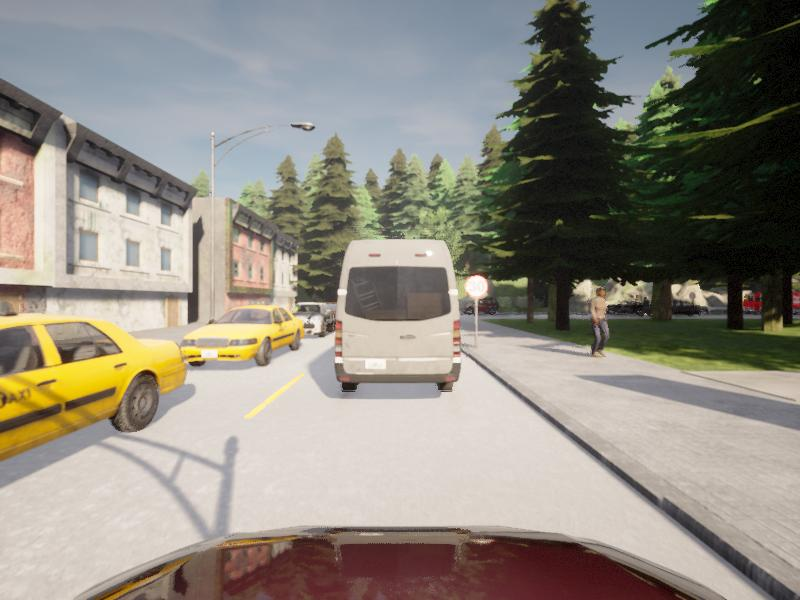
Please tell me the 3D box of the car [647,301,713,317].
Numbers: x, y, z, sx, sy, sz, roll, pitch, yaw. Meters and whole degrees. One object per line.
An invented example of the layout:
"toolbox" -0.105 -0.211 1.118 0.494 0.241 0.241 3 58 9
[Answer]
"car" 26.645 0.842 38.179 5.008 1.535 1.882 0 0 -1

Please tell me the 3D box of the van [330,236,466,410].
"van" -0.044 0.328 8.831 1.988 2.561 5.915 0 0 0

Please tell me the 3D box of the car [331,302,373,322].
"car" -3.744 0.887 31.959 1.812 1.442 4.674 0 0 13

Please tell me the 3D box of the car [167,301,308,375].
"car" -4.061 0.807 11.181 1.801 1.575 5.366 0 0 0

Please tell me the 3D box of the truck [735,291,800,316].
"truck" 39.128 0.386 42.317 5.204 2.467 2.627 1 0 0

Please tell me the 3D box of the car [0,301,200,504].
"car" -4.019 0.803 3.569 1.801 1.575 5.366 0 0 0

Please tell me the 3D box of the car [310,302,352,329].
"car" -4.137 0.883 24.647 1.812 1.442 4.674 0 0 0

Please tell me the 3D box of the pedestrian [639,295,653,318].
"pedestrian" 20.286 0.550 32.992 0.751 1.860 0.751 0 0 -1

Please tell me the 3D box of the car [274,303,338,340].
"car" -4.101 0.863 18.078 1.970 1.475 3.806 0 0 0

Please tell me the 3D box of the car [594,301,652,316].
"car" 23.386 0.857 42.139 4.902 1.511 2.128 0 0 -1

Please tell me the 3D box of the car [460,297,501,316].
"car" 8.404 0.667 41.835 3.866 1.878 1.905 0 0 -3

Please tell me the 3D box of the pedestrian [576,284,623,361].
"pedestrian" 5.038 0.538 10.126 0.751 1.860 0.751 0 0 -14
